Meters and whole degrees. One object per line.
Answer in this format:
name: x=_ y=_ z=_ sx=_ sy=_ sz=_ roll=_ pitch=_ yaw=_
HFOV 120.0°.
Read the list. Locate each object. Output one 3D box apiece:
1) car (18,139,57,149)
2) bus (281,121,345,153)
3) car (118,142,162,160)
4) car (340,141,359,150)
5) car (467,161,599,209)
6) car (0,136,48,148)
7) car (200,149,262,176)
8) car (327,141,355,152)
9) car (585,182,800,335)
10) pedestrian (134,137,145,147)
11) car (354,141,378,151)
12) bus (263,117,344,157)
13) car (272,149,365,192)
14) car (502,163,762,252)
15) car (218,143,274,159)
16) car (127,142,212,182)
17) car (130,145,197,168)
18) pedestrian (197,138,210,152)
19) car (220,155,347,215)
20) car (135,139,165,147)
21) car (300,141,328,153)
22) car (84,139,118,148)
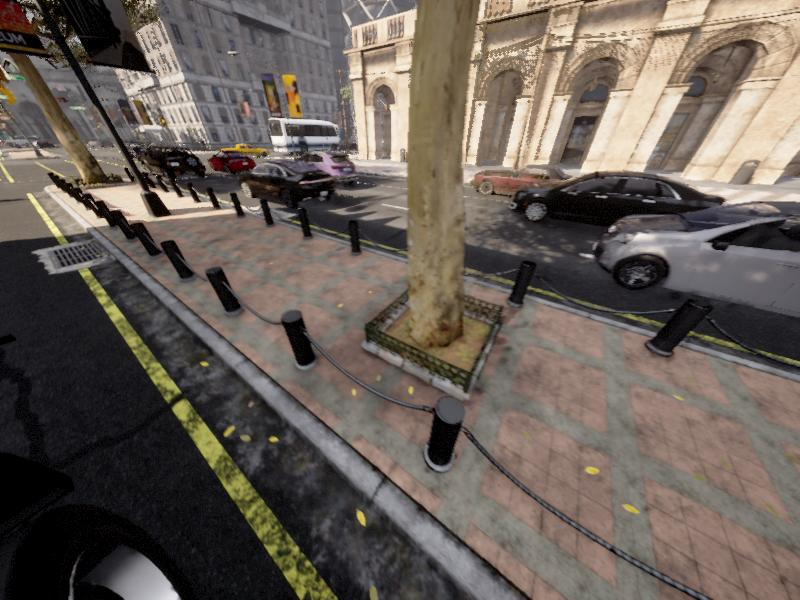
car: x=-72.993 y=-31.514 z=46.596 sx=4.974 sy=1.542 sz=2.038 roll=8 pitch=36 yaw=10
bus: x=-15.514 y=-29.930 z=42.561 sx=3.944 sy=4.253 sz=10.273 roll=22 pitch=40 yaw=27
car: x=-31.169 y=-17.964 z=27.701 sx=5.238 sy=1.638 sz=1.930 roll=22 pitch=40 yaw=27
car: x=-10.775 y=-32.910 z=49.196 sx=1.845 sy=1.501 sz=3.633 roll=22 pitch=41 yaw=28
car: x=5.753 y=-5.342 z=10.412 sx=4.718 sy=1.301 sz=1.895 roll=22 pitch=40 yaw=27
car: x=-80.669 y=-33.825 z=49.418 sx=2.150 sy=2.045 sz=5.566 roll=22 pitch=41 yaw=28
car: x=-12.776 y=-10.501 z=17.513 sx=4.181 sy=1.385 sz=1.994 roll=22 pitch=41 yaw=27
car: x=-11.068 y=-29.169 z=43.761 sx=2.242 sy=1.667 sz=4.611 roll=22 pitch=40 yaw=27
car: x=5.560 y=-0.795 z=3.764 sx=3.633 sy=1.501 sz=1.845 roll=22 pitch=40 yaw=27
pedestrian: x=-57.353 y=-34.768 z=50.817 sx=0.751 sy=1.860 sz=0.751 roll=23 pitch=41 yaw=29
car: x=-7.035 y=-32.509 z=48.565 sx=1.930 sy=1.638 sz=5.238 roll=22 pitch=40 yaw=28
bus: x=-13.865 y=-24.396 z=34.721 sx=3.944 sy=4.253 sz=10.273 roll=22 pitch=40 yaw=27
car: x=-4.502 y=-7.305 z=12.824 sx=4.856 sy=1.649 sz=2.033 roll=22 pitch=40 yaw=28
car: x=6.037 y=-3.035 z=6.980 sx=4.892 sy=1.490 sz=1.837 roll=22 pitch=41 yaw=27
car: x=-19.210 y=-18.796 z=29.044 sx=1.801 sy=1.575 sz=5.366 roll=24 pitch=41 yaw=30
car: x=-14.767 y=-8.950 z=14.855 sx=4.605 sy=1.855 sz=1.932 roll=20 pitch=40 yaw=24
car: x=-21.420 y=-13.201 z=21.102 sx=1.789 sy=1.549 sz=3.705 roll=22 pitch=40 yaw=27
pedestrian: x=-31.712 y=-25.068 z=37.283 sx=0.751 sy=1.860 sz=0.751 roll=17 pitch=38 yaw=22
car: x=-4.798 y=-4.926 z=9.550 sx=4.902 sy=1.511 sz=2.128 roll=22 pitch=40 yaw=27
car: x=-63.974 y=-40.267 z=59.150 sx=2.242 sy=1.667 sz=4.611 roll=22 pitch=41 yaw=28
car: x=-14.584 y=-26.181 z=39.544 sx=1.851 sy=1.617 sz=3.988 roll=22 pitch=40 yaw=27
car: x=-66.066 y=-34.694 z=51.146 sx=2.152 sy=1.651 sz=5.027 roll=-10 pitch=37 yaw=-14
